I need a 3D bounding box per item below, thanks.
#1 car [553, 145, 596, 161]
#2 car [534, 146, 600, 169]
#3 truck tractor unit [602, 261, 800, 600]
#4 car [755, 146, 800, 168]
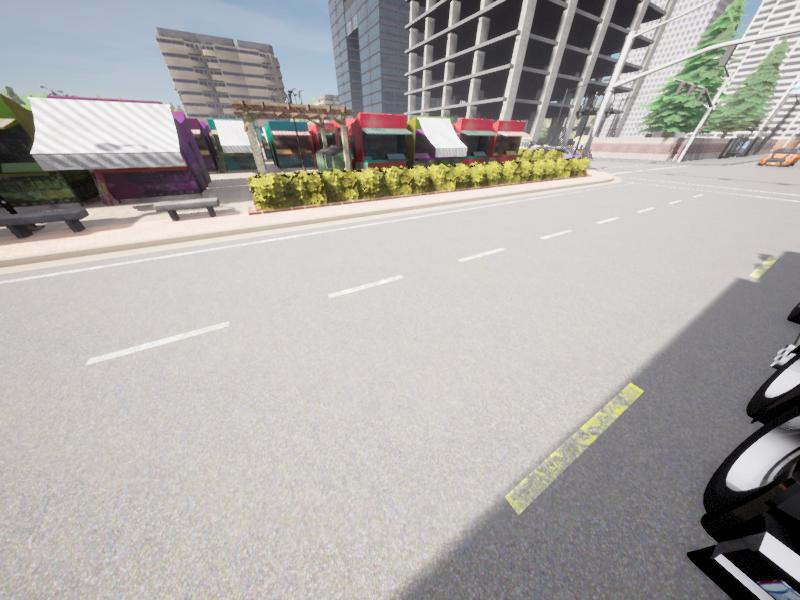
[{"bbox_3d":[23.476,-19.952,31.307,1.851,1.617,3.988,-18,39,-24],"label":"car"},{"bbox_3d":[16.780,-14.592,23.546,2.033,1.649,4.856,-18,39,-24],"label":"car"},{"bbox_3d":[5.104,-0.307,0.788,6.516,4.208,3.053,-18,39,-24],"label":"truck tractor unit"},{"bbox_3d":[41.597,-15.597,25.125,4.553,1.767,2.097,-18,39,-24],"label":"car"}]
